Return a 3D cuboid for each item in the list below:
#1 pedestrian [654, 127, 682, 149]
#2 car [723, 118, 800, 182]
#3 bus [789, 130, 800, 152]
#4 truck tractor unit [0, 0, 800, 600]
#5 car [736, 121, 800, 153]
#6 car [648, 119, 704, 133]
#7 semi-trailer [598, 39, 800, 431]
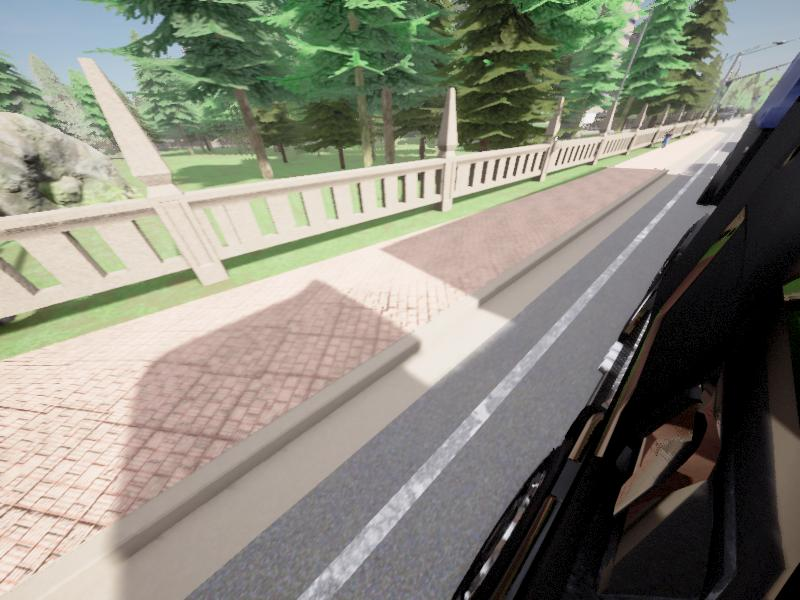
[{"bbox_3d":[19.770,-11.938,17.064,0.751,1.300,0.751,-28,43,-30],"label":"pedestrian"},{"bbox_3d":[16.005,-6.453,9.742,4.605,1.855,1.932,-28,43,-30],"label":"car"},{"bbox_3d":[29.139,-11.600,13.833,10.273,4.253,3.944,-28,43,-30],"label":"bus"},{"bbox_3d":[2.645,-0.295,0.351,6.516,4.208,3.053,-28,44,-30],"label":"truck tractor unit"},{"bbox_3d":[25.134,-11.174,15.795,3.633,1.501,1.845,-28,44,-30],"label":"car"},{"bbox_3d":[44.023,-27.861,36.983,1.801,1.575,5.366,-24,42,-26],"label":"car"},{"bbox_3d":[8.694,-3.600,4.243,14.254,4.402,2.717,-28,43,-30],"label":"semi-trailer"}]
